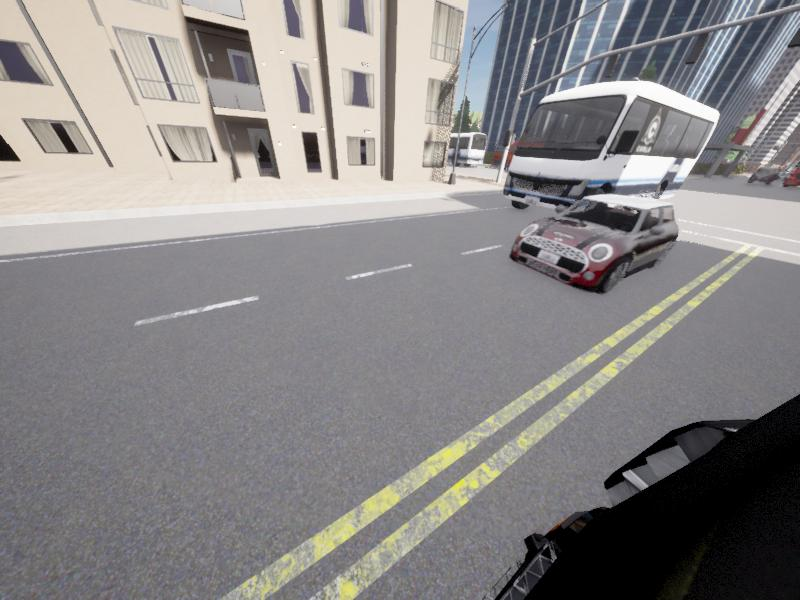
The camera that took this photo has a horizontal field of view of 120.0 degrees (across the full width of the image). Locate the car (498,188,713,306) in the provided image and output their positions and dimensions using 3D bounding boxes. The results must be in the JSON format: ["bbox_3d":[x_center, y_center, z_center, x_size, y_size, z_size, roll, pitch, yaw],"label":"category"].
[{"bbox_3d":[4.476,-1.469,5.171,3.806,1.475,1.970,-16,38,-26],"label":"car"}]

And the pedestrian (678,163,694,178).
[{"bbox_3d":[42.288,-19.207,34.147,0.751,1.860,0.751,-26,43,-36],"label":"pedestrian"}]

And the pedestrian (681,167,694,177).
[{"bbox_3d":[43.306,-19.248,34.795,0.751,1.300,0.751,-22,41,-32],"label":"pedestrian"}]

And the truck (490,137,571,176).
[{"bbox_3d":[16.727,-19.218,30.724,2.891,3.827,8.468,-15,38,-25],"label":"truck"}]

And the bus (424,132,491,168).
[{"bbox_3d":[8.510,-23.675,36.414,3.944,4.253,10.273,-15,38,-25],"label":"bus"}]

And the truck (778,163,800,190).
[{"bbox_3d":[49.671,-15.288,27.357,8.468,3.827,2.891,-16,38,-26],"label":"truck"}]

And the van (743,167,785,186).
[{"bbox_3d":[47.605,-16.178,30.204,4.442,1.987,1.775,-16,38,-26],"label":"van"}]

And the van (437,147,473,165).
[{"bbox_3d":[9.676,-25.765,41.305,2.351,2.431,6.366,-15,38,-25],"label":"van"}]

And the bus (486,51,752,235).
[{"bbox_3d":[9.384,-6.162,10.108,10.273,4.253,3.944,-16,38,-26],"label":"bus"}]

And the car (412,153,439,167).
[{"bbox_3d":[3.562,-19.769,32.614,1.845,1.501,3.633,-15,38,-25],"label":"car"}]

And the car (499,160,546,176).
[{"bbox_3d":[14.821,-16.103,28.175,1.895,1.301,4.718,-15,38,-25],"label":"car"}]
